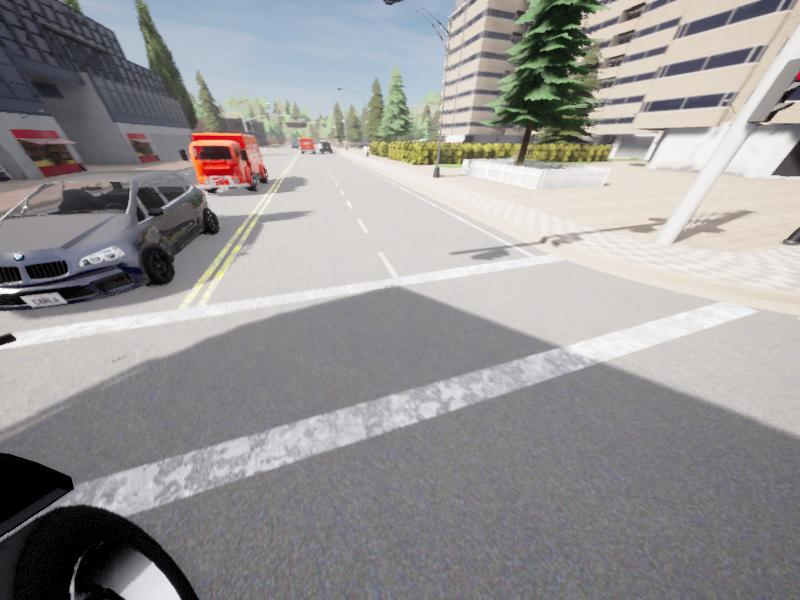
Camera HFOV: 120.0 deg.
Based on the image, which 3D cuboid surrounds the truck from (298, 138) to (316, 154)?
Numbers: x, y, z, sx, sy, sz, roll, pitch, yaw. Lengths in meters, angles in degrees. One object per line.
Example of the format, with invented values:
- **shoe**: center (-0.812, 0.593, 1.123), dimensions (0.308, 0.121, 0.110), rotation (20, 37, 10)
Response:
- **truck**: center (-17.471, -29.052, 43.580), dimensions (2.627, 2.467, 5.204), rotation (-10, 36, -15)

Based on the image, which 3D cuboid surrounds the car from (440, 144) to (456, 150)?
- **car**: center (16.687, -53.278, 80.178), dimensions (4.611, 1.667, 2.242), rotation (-10, 36, -15)

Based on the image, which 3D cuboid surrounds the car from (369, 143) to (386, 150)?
- **car**: center (-6.844, -47.113, 70.775), dimensions (4.611, 1.667, 2.242), rotation (-10, 36, -15)

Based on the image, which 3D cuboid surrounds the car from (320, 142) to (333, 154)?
- **car**: center (-14.506, -30.029, 45.566), dimensions (1.905, 1.878, 3.866), rotation (-10, 36, -15)

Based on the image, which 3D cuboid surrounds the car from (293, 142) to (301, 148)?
- **car**: center (-33.793, -51.101, 76.010), dimensions (1.882, 1.535, 5.008), rotation (-10, 36, -15)

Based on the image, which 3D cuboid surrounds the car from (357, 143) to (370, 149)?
- **car**: center (-11.600, -48.392, 72.504), dimensions (3.633, 1.501, 1.845), rotation (-10, 36, -15)

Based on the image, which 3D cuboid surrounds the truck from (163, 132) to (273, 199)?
- **truck**: center (-8.793, -7.179, 12.073), dimensions (2.627, 2.467, 5.204), rotation (-10, 36, -15)

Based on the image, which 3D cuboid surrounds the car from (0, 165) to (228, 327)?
- **car**: center (-5.845, -1.654, 4.834), dimensions (2.242, 1.667, 4.611), rotation (-10, 36, -15)

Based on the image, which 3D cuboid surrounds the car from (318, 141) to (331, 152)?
- **car**: center (-17.296, -35.036, 52.629), dimensions (2.150, 2.045, 5.566), rotation (-10, 36, -15)

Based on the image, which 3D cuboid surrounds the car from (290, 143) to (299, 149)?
- **car**: center (-28.670, -42.000, 62.978), dimensions (1.816, 1.474, 4.193), rotation (-10, 36, -15)
